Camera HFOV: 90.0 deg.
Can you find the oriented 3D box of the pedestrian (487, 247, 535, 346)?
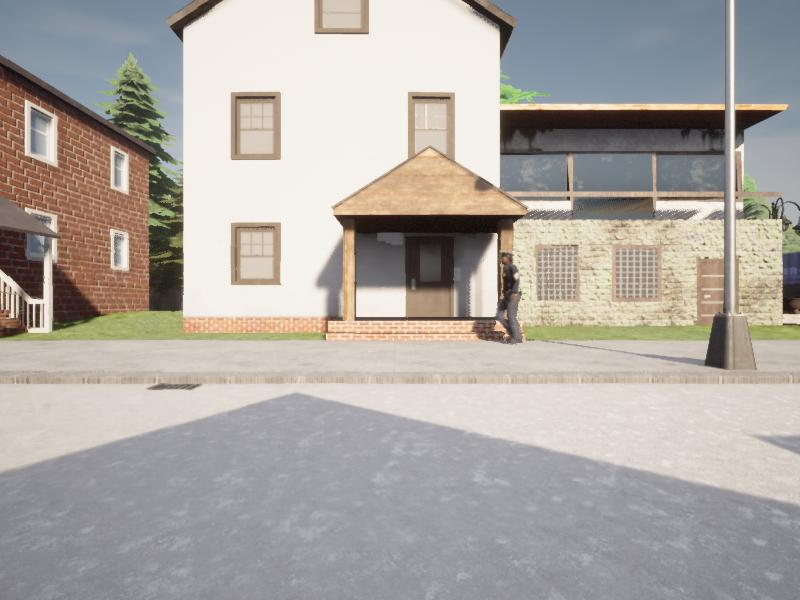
[{"bbox_3d":[2.170,-0.067,7.925,0.751,1.860,0.751,0,0,1],"label":"pedestrian"}]

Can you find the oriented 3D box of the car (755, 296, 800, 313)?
[{"bbox_3d":[30.910,0.344,31.453,1.895,1.301,4.718,0,0,1],"label":"car"}]

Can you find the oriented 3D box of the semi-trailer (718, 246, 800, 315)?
[{"bbox_3d":[26.915,-1.218,24.891,2.717,4.402,14.254,0,0,-1],"label":"semi-trailer"}]
